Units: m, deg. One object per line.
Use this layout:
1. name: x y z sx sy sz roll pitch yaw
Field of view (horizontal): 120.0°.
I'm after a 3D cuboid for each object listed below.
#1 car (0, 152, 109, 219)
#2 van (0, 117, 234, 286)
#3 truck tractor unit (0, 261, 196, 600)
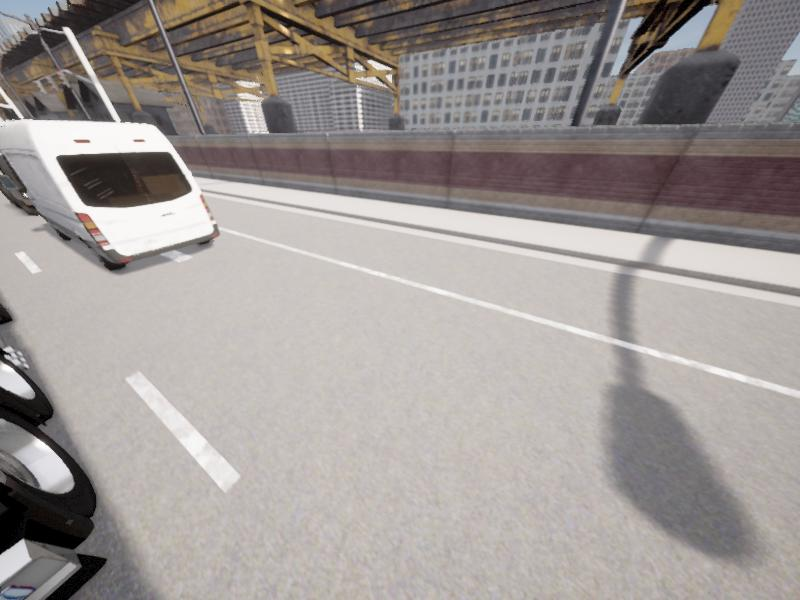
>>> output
1. car: -14.189 -4.652 9.123 3.866 1.878 1.905 18 39 24
2. van: -7.269 -2.650 5.632 5.915 2.561 1.988 18 39 24
3. truck tractor unit: -5.114 -0.294 0.798 6.516 4.208 3.053 18 39 25
